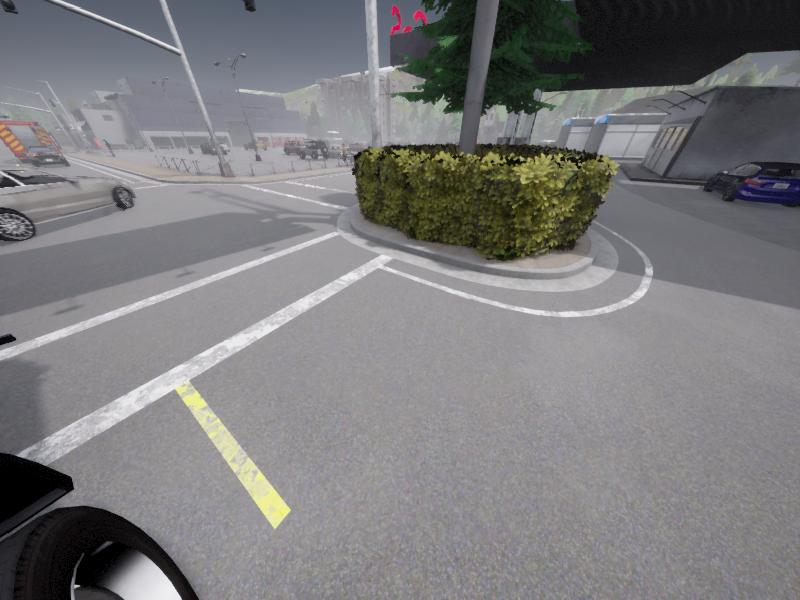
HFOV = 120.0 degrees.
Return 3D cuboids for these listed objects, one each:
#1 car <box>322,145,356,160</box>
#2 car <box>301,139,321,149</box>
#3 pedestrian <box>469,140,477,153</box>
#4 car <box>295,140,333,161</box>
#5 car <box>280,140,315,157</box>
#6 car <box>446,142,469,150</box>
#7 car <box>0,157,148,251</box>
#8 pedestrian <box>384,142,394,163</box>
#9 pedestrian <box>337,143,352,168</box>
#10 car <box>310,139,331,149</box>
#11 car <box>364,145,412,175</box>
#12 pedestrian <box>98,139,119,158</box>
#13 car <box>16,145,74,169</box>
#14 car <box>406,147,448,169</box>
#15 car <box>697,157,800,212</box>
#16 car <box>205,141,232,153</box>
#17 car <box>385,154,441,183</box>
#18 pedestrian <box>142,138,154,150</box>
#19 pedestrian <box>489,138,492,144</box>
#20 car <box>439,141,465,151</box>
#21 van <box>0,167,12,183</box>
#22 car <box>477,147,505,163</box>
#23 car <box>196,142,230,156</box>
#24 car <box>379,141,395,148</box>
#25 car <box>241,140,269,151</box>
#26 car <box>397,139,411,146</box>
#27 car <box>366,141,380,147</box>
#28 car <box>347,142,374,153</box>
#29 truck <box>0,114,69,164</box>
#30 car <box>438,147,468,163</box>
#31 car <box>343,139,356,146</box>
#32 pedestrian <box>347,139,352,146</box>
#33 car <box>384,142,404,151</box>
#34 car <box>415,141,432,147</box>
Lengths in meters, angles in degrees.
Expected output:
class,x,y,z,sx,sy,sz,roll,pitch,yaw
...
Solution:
class,x,y,z,sx,sy,sz,roll,pitch,yaw
car,-7.765,-18.818,29.370,3.806,1.475,1.970,22,41,28
car,-19.903,-35.113,51.926,3.866,1.878,1.905,22,41,28
pedestrian,13.205,-27.653,41.677,0.751,1.860,0.751,22,41,28
car,-10.165,-17.688,27.256,3.866,1.878,1.905,22,41,28
car,-14.743,-21.829,33.138,4.605,1.855,1.932,22,41,28
car,13.520,-36.471,54.543,4.514,1.523,2.007,22,41,28
car,-11.291,-3.120,6.980,2.152,1.651,5.027,-2,36,-5
pedestrian,-1.145,-15.870,24.848,0.751,1.860,0.751,22,41,28
pedestrian,-4.897,-12.759,20.406,0.751,1.860,0.751,23,41,29
car,-18.581,-36.600,54.082,4.605,1.855,1.932,22,41,28
car,-0.882,-11.790,19.339,1.905,1.878,3.866,22,41,28
pedestrian,-34.991,-18.262,27.768,0.751,1.860,0.751,27,43,33
car,-31.420,-12.709,20.410,4.974,1.542,2.038,22,41,28
car,2.837,-14.706,23.734,2.033,1.649,4.856,22,41,28
car,17.422,-5.821,11.300,2.242,1.667,4.611,22,41,28
car,-30.617,-25.836,38.950,3.806,1.475,1.970,22,41,28
car,1.038,-9.640,16.752,1.994,1.385,4.181,22,41,28
pedestrian,-51.409,-31.854,47.165,0.751,1.860,0.751,23,41,29
pedestrian,34.661,-60.805,88.486,0.751,1.860,0.751,-6,36,-9
car,11.770,-34.985,52.405,5.027,1.636,2.152,22,41,28
van,-25.503,-8.016,13.347,4.480,2.038,2.069,19,39,24
car,11.269,-18.007,28.611,1.816,1.474,4.193,22,41,28
car,-26.926,-21.719,33.246,4.514,1.523,2.007,22,41,28
car,-3.464,-41.203,61.220,3.806,1.475,1.970,22,41,28
car,-27.215,-29.028,43.369,5.027,1.636,2.152,22,41,28
car,1.367,-53.646,78.790,4.605,1.855,1.932,22,40,27
car,-7.850,-45.076,66.670,3.633,1.501,1.845,22,41,28
car,-7.042,-27.292,41.296,4.514,1.523,2.007,22,41,28
truck,-38.716,-16.619,23.920,8.468,3.827,2.891,22,41,28
car,6.479,-17.609,28.011,1.970,1.475,3.806,22,41,28
car,-16.707,-51.834,76.070,1.905,1.878,3.866,22,41,28
pedestrian,-15.624,-48.814,71.492,0.751,1.860,0.751,22,41,28
car,-1.297,-31.964,48.006,3.633,1.501,1.845,22,41,28
car,7.700,-50.975,75.388,4.792,1.488,2.163,22,40,27
